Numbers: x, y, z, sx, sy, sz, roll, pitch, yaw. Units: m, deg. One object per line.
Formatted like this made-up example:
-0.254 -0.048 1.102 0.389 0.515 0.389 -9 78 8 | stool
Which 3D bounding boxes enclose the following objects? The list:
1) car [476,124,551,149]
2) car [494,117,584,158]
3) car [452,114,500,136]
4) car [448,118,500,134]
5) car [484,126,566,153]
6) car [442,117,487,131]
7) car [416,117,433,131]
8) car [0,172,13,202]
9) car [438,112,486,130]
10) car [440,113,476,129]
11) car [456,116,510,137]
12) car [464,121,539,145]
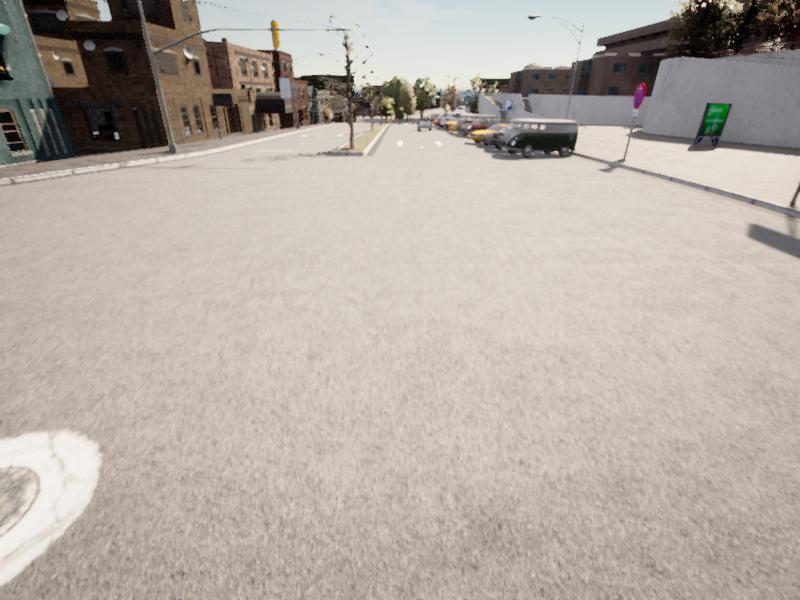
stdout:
8.085 -11.744 28.666 4.674 1.452 2.002 -8 27 -19 | car
7.981 -9.399 23.139 4.442 1.987 1.878 -8 27 -19 | car
7.974 -18.392 41.948 4.442 1.987 1.878 -8 27 -19 | car
8.248 -19.518 44.835 5.366 1.575 1.946 -8 27 -19 | car
8.079 -10.461 25.983 4.674 1.452 2.002 -8 27 -19 | car
8.078 -22.055 50.147 5.008 1.535 2.097 -8 27 -19 | car
3.004 -21.943 49.795 1.845 1.501 3.633 0 26 0 | car
-13.727 -3.391 10.879 1.905 1.878 3.866 18 33 30 | car
8.102 -23.566 52.741 5.566 2.045 2.435 -8 26 -19 | car
7.967 -24.793 55.393 4.442 1.987 1.878 -8 27 -19 | car
8.111 -17.036 39.352 4.553 1.767 2.185 -8 27 -19 | car
7.908 -13.043 31.275 5.366 1.575 1.946 -8 27 -19 | car
